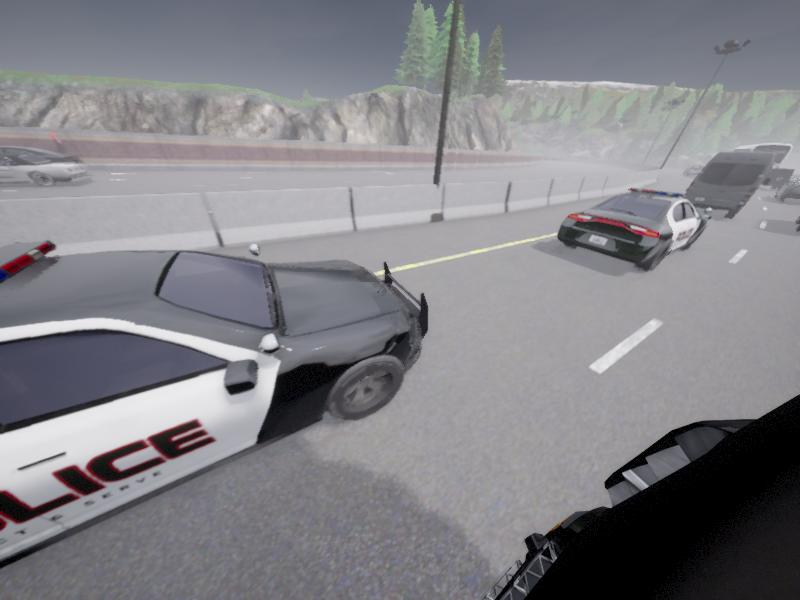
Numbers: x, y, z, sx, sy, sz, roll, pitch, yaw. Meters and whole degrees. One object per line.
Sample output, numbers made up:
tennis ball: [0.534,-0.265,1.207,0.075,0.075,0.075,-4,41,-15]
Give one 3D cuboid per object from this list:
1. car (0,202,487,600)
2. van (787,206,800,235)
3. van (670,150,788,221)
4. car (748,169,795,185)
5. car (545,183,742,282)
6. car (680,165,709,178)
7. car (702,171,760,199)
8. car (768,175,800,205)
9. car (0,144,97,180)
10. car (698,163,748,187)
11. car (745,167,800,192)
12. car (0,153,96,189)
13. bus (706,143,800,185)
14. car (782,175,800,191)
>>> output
car: [-2.008,0.379,1.870,4.974,1.542,2.038,-16,38,-26]
van: [17.274,-3.552,8.674,4.480,2.038,2.069,-19,39,-29]
van: [16.464,-5.818,11.600,5.915,2.561,1.988,-19,39,-30]
car: [52.019,-17.378,32.477,2.007,1.525,4.514,26,40,31]
car: [6.647,-2.164,6.312,4.974,1.542,2.038,-17,38,-27]
car: [48.913,-21.516,38.473,1.851,1.617,3.988,25,39,30]
car: [26.216,-9.245,18.390,4.514,1.525,2.007,-23,41,-33]
car: [28.576,-7.734,16.271,4.902,1.511,2.128,-23,41,-33]
car: [-20.992,-7.519,12.565,5.008,1.535,1.882,-16,38,-26]
car: [36.756,-14.440,26.516,2.150,2.045,5.566,30,42,35]
car: [38.294,-12.486,23.790,1.905,1.878,3.866,30,42,35]
car: [-18.249,-5.975,10.627,4.718,1.301,1.895,-16,38,-26]
bus: [47.561,-18.727,31.742,3.944,4.253,10.273,27,40,32]
car: [44.260,-12.634,24.964,1.895,1.301,4.718,29,42,34]
